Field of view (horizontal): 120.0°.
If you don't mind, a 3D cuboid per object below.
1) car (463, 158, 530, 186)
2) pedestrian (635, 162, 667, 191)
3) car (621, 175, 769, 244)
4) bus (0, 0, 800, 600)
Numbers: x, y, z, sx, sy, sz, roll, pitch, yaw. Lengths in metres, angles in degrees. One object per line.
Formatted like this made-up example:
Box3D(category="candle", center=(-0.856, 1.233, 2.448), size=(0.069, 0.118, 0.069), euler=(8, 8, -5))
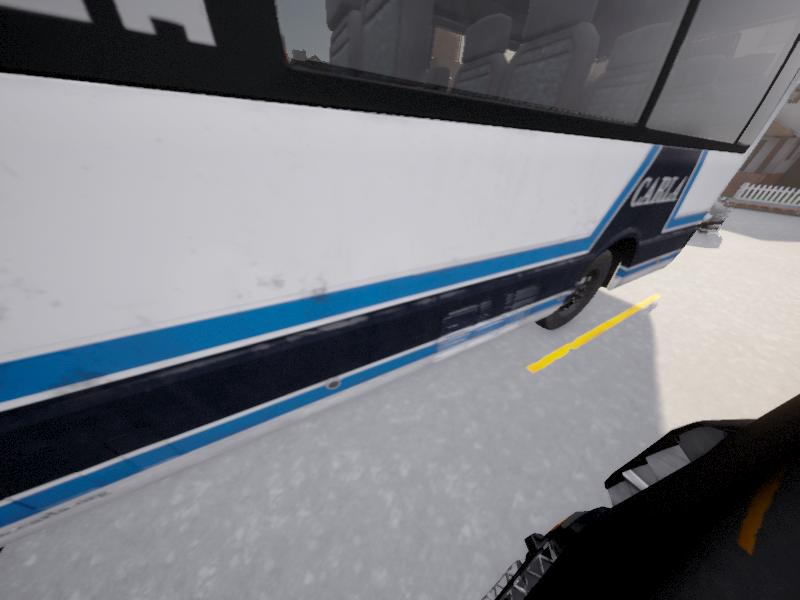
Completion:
Box3D(category="car", center=(8.025, -11.081, 19.826), size=(2.038, 1.542, 4.974), euler=(-15, 38, -25))
Box3D(category="pedestrian", center=(19.277, -9.515, 17.786), size=(0.751, 1.860, 0.751), euler=(-11, 36, -20))
Box3D(category="car", center=(10.973, -3.889, 9.244), size=(2.128, 1.511, 4.902), euler=(22, 38, 25))
Box3D(category="bus", center=(-0.076, -1.507, 2.355), size=(10.273, 4.253, 3.944), euler=(-15, 37, -24))
